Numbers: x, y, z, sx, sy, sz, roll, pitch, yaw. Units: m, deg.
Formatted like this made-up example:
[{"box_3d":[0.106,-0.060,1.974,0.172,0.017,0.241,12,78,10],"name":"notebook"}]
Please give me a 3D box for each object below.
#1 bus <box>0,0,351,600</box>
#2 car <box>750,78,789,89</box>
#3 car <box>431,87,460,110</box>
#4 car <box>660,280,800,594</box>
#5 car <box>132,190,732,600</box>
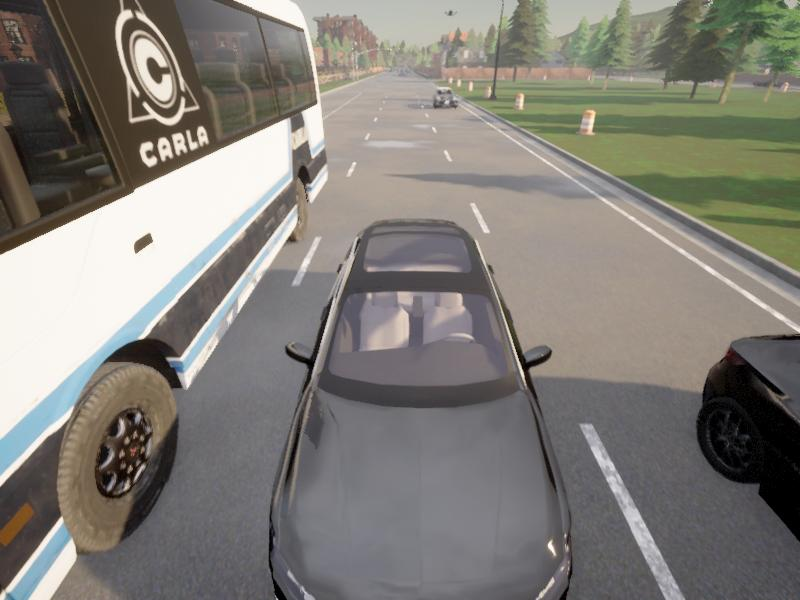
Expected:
[{"box_3d":[-3.304,-1.949,5.121,3.944,4.253,10.273,0,30,0],"name":"bus"},{"box_3d":[58.432,-34.329,63.401,1.895,1.301,4.718,0,30,0],"name":"car"},{"box_3d":[3.687,-16.643,32.990,1.970,1.475,3.806,0,30,0],"name":"car"},{"box_3d":[3.562,1.534,1.917,1.816,1.474,4.193,0,30,0],"name":"car"},{"box_3d":[0.154,0.343,3.916,2.128,1.511,4.902,1,30,1],"name":"car"}]
